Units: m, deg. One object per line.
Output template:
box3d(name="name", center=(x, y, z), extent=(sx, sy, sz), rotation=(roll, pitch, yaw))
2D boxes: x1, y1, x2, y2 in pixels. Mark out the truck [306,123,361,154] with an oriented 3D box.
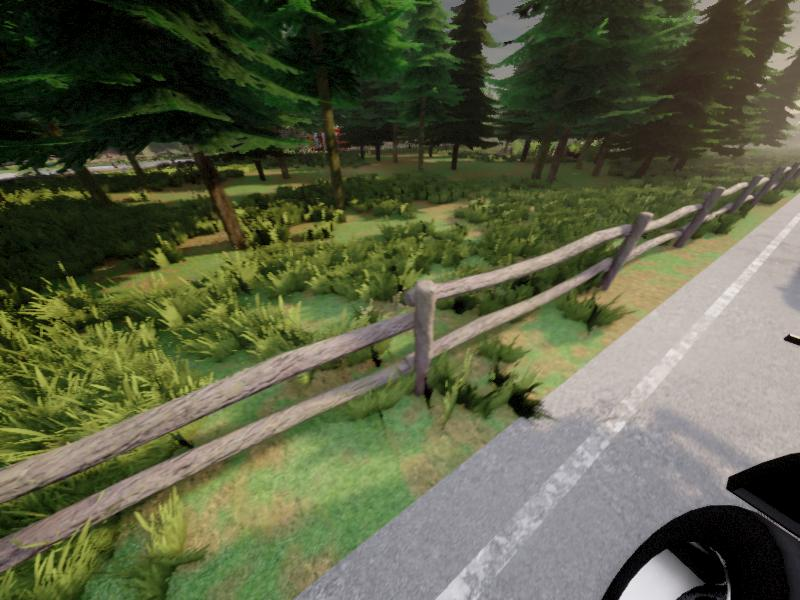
box3d(name="truck", center=(-10.746, -26.941, 38.621), extent=(2.891, 3.827, 8.468), rotation=(22, 41, 29))
